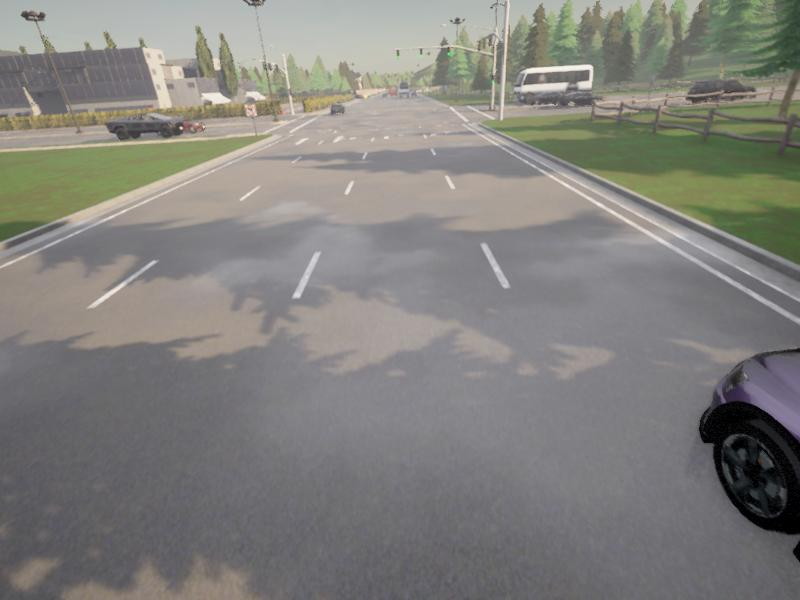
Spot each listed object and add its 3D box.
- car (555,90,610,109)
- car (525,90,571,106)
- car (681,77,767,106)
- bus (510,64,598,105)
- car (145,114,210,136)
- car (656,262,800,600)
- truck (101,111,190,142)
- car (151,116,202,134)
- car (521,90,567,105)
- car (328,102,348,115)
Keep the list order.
[{"bbox_3d":[19.583,-21.617,43.130,4.892,1.490,1.837,-3,28,0],"label":"car"},{"bbox_3d":[18.509,-25.327,50.216,4.892,1.490,1.837,-3,28,1],"label":"car"},{"bbox_3d":[29.567,-19.126,36.720,5.566,2.045,2.150,-3,28,1],"label":"car"},{"bbox_3d":[21.080,-29.924,55.611,10.273,4.253,3.944,-3,28,1],"label":"bus"},{"bbox_3d":[-22.438,-17.716,40.503,5.027,1.651,2.152,-3,28,1],"label":"car"},{"bbox_3d":[3.486,1.553,1.358,2.033,1.649,4.856,-3,28,1],"label":"car"},{"bbox_3d":[-23.582,-16.216,37.313,6.274,2.098,2.390,-3,28,1],"label":"truck"},{"bbox_3d":[-24.292,-19.148,43.672,4.181,1.385,1.994,-3,28,1],"label":"car"},{"bbox_3d":[19.138,-26.965,53.323,5.357,1.411,2.033,-3,28,1],"label":"car"},{"bbox_3d":[-8.928,-27.757,57.908,2.128,1.511,4.902,-4,28,0],"label":"car"}]
